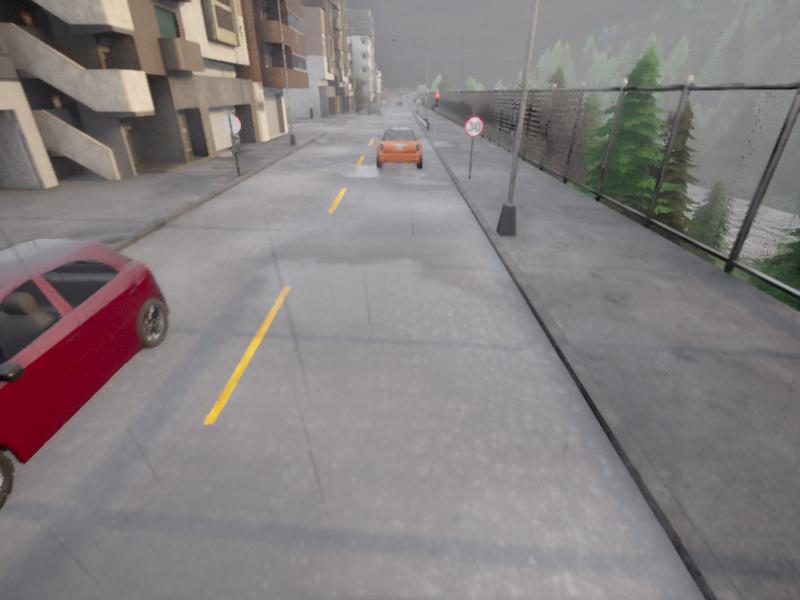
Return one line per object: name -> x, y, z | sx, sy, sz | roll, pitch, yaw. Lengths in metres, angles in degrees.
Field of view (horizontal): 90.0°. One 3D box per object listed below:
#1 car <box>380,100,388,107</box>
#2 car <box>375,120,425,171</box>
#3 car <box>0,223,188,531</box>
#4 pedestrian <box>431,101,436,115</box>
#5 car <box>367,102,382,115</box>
car -> -4.075, -50.420, 102.466 | 1.801, 1.575, 5.366 | 0, 27, 0
car -> -0.014, -7.475, 19.109 | 2.097, 1.767, 4.553 | 0, 27, 0
car -> -4.004, 0.528, 3.856 | 1.845, 1.501, 3.633 | 0, 28, 0
pedestrian -> 5.111, -29.324, 61.112 | 0.751, 1.860, 0.751 | 1, 27, 2
car -> -4.037, -30.262, 63.172 | 2.097, 1.767, 4.553 | 0, 27, 0
